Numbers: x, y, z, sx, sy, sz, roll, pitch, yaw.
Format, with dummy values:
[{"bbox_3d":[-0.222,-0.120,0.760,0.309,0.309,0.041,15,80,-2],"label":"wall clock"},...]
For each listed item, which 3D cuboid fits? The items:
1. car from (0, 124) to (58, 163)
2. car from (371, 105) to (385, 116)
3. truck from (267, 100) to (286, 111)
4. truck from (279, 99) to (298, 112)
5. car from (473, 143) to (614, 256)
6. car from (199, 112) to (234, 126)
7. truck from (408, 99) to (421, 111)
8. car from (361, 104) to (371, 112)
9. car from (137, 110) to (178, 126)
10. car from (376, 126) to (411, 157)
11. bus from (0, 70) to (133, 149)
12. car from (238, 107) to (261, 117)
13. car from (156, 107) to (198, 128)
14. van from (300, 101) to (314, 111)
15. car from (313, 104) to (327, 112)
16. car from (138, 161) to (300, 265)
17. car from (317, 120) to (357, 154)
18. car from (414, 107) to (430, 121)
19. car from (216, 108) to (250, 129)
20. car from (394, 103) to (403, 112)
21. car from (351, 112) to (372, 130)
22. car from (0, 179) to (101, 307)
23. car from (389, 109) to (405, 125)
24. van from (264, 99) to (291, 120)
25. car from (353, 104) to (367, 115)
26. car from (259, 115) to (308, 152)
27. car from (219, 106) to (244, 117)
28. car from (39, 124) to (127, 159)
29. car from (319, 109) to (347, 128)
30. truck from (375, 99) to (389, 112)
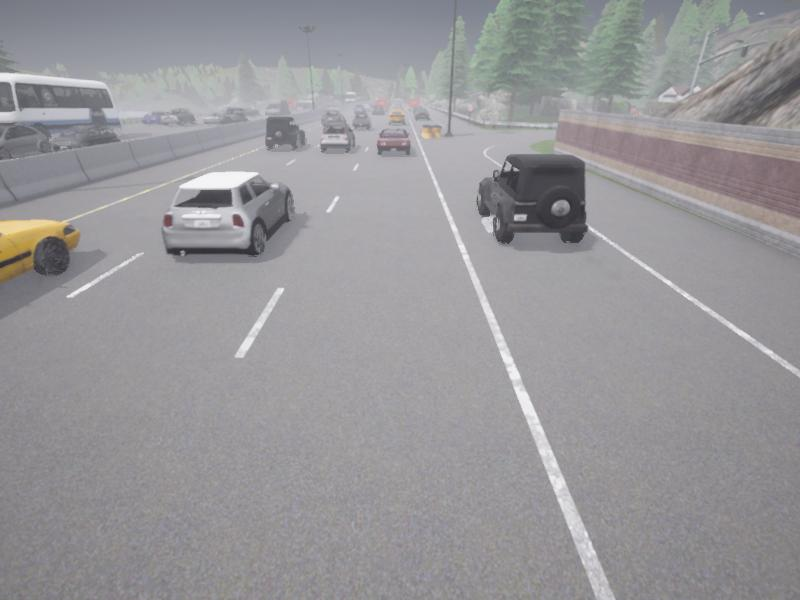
[{"bbox_3d":[-21.359,-8.561,21.728,1.851,1.617,3.988,0,27,0],"label":"car"},{"bbox_3d":[-3.860,-34.356,72.340,2.242,1.667,4.611,0,27,0],"label":"car"},{"bbox_3d":[-28.363,-44.814,92.247,2.390,2.098,6.274,0,27,0],"label":"truck"},{"bbox_3d":[-24.863,-43.724,89.701,2.627,2.467,5.204,0,27,0],"label":"truck"},{"bbox_3d":[3.146,-2.652,9.797,1.905,1.878,3.866,0,27,0],"label":"car"},{"bbox_3d":[-21.360,-21.209,46.860,1.895,1.301,4.718,0,27,0],"label":"car"},{"bbox_3d":[3.137,-43.602,89.425,2.627,2.467,5.204,0,27,0],"label":"truck"},{"bbox_3d":[-7.362,-41.417,86.286,1.812,1.442,4.674,0,27,0],"label":"car"},{"bbox_3d":[-28.358,-21.374,46.940,2.007,1.525,4.514,0,27,0],"label":"car"},{"bbox_3d":[-0.357,-9.709,24.292,1.895,1.301,4.718,0,27,0],"label":"car"},{"bbox_3d":[-24.738,-13.486,28.506,3.944,4.253,10.273,0,25,0],"label":"bus"},{"bbox_3d":[-24.861,-31.138,66.314,1.895,1.301,4.718,0,27,0],"label":"car"},{"bbox_3d":[-24.858,-20.527,44.884,1.932,1.855,4.605,0,27,0],"label":"car"},{"bbox_3d":[-21.363,-44.786,92.260,2.069,2.038,4.480,0,27,0],"label":"van"},{"bbox_3d":[-17.863,-43.267,89.929,2.128,1.511,4.902,0,27,0],"label":"car"},{"bbox_3d":[-3.857,-2.228,9.434,1.970,1.475,3.806,0,27,0],"label":"car"},{"bbox_3d":[-3.855,-10.275,25.065,1.851,1.617,3.988,0,27,0],"label":"car"},{"bbox_3d":[3.138,-26.741,57.425,2.038,1.542,4.974,0,28,0],"label":"car"},{"bbox_3d":[-17.861,-19.584,43.014,1.905,1.878,3.866,0,27,0],"label":"car"},{"bbox_3d":[-0.362,-41.429,86.195,1.801,1.575,5.366,0,27,0],"label":"car"},{"bbox_3d":[-3.858,-18.209,40.701,1.845,1.501,3.633,0,27,0],"label":"car"},{"bbox_3d":[-7.356,-0.478,5.892,1.801,1.575,5.366,0,27,0],"label":"car"},{"bbox_3d":[-0.360,-22.032,48.180,1.882,1.535,5.008,0,27,0],"label":"car"},{"bbox_3d":[-17.865,-27.878,58.512,1.988,2.561,5.915,0,27,0],"label":"van"},{"bbox_3d":[-7.362,-35.143,73.769,2.033,1.649,4.856,0,27,0],"label":"car"},{"bbox_3d":[-7.357,-10.733,25.651,1.905,1.878,3.866,0,27,0],"label":"car"},{"bbox_3d":[-28.362,-31.920,67.537,2.038,1.542,4.974,0,27,0],"label":"car"},{"bbox_3d":[-17.857,-9.081,22.808,1.789,1.549,3.705,0,26,0],"label":"car"},{"bbox_3d":[-7.359,-20.093,44.243,2.242,1.667,4.611,0,27,0],"label":"car"},{"bbox_3d":[-3.862,-41.886,86.070,2.627,2.467,5.204,0,27,0],"label":"truck"}]
